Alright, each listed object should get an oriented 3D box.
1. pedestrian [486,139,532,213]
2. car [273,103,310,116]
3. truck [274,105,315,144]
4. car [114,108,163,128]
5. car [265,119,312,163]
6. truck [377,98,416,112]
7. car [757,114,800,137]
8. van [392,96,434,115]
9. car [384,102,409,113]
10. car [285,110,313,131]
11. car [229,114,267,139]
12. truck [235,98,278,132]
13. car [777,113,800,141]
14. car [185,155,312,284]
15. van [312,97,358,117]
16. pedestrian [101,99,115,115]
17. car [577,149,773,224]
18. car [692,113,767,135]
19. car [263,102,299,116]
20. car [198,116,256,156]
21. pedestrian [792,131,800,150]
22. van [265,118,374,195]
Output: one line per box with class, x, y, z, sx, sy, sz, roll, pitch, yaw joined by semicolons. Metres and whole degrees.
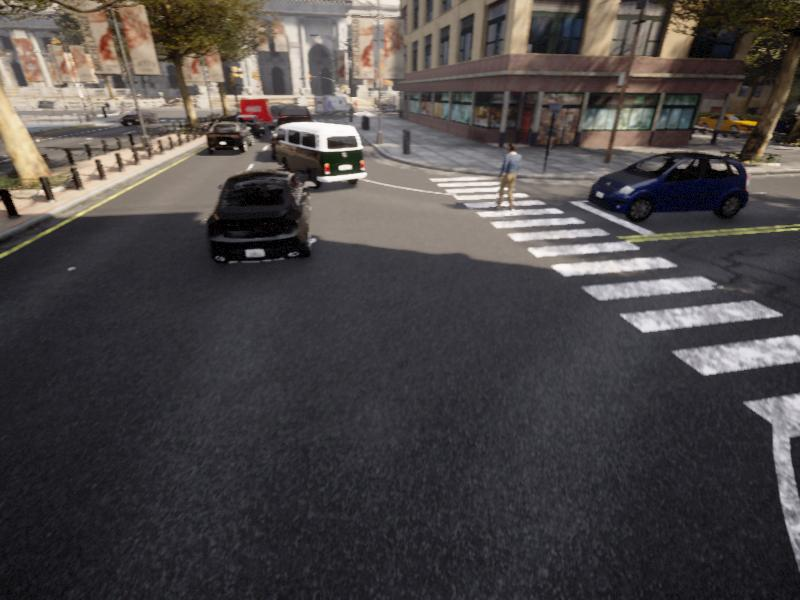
pedestrian;3.010;-3.472;11.220;0.751;1.860;0.751;-6;28;-12
car;-16.200;-28.647;60.064;5.027;1.651;2.152;-5;28;-10
truck;-7.355;-12.611;28.464;2.390;2.098;6.274;-5;28;-10
car;-24.777;-17.376;38.122;2.033;1.411;5.357;-5;28;-10
car;-5.660;-8.435;20.936;1.930;1.638;5.238;-5;28;-10
truck;-0.682;-33.539;68.930;6.274;2.098;2.390;-5;28;-10
car;33.639;-15.002;34.304;1.851;1.617;3.988;-5;28;-10
van;1.913;-29.036;59.779;5.915;2.561;1.988;-5;28;-10
car;-0.598;-31.668;65.904;3.705;1.549;1.789;-5;28;-10
car;-9.027;-16.260;36.111;2.128;1.511;4.902;-5;28;-10
car;-11.153;-12.902;29.636;1.970;1.475;3.806;-5;28;-10
truck;-12.413;-16.293;35.077;2.627;2.467;5.204;-5;28;-10
car;31.201;-12.593;29.322;1.932;1.855;4.605;-5;28;-10
car;-2.997;-2.131;8.984;1.837;1.490;4.892;-5;28;-10
van;-8.992;-27.035;55.895;2.351;2.431;6.366;20;33;33
pedestrian;-39.355;-26.003;53.953;0.751;1.860;0.751;-2;28;-5
car;7.464;-3.238;11.174;3.988;1.617;1.851;-4;28;-8
car;29.659;-16.021;36.276;1.882;1.535;5.008;-5;28;-10
car;-16.789;-27.096;56.724;4.611;1.667;2.242;-5;28;-10
car;-9.653;-9.459;22.844;1.930;1.638;5.238;-5;28;-10
pedestrian;23.902;-9.713;23.280;0.751;1.860;0.751;-10;29;-19
van;-3.076;-5.480;14.847;2.069;2.038;4.480;-18;33;-31
